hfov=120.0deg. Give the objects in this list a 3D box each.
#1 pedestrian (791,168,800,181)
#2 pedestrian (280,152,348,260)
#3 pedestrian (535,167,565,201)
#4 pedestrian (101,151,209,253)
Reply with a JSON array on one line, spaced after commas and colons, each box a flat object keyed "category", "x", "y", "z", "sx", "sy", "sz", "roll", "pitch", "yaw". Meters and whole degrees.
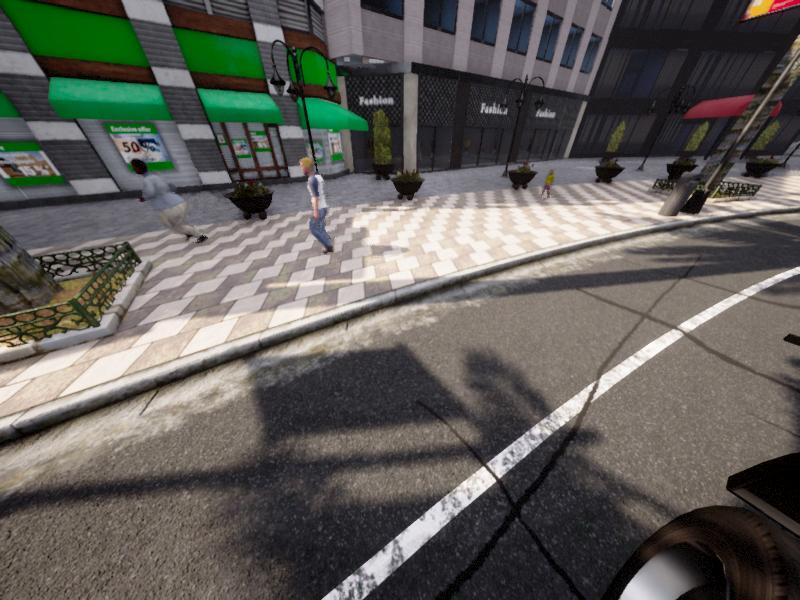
[{"category": "pedestrian", "x": 22.604, "y": -7.474, "z": 12.429, "sx": 0.751, "sy": 1.860, "sz": 0.751, "roll": -26, "pitch": 42, "yaw": -31}, {"category": "pedestrian", "x": -1.573, "y": -1.807, "z": 4.562, "sx": 0.751, "sy": 1.860, "sz": 0.751, "roll": -2, "pitch": 35, "yaw": -3}, {"category": "pedestrian", "x": 5.845, "y": -4.536, "z": 9.040, "sx": 0.500, "sy": 1.100, "sz": 0.500, "roll": -14, "pitch": 38, "yaw": -19}, {"category": "pedestrian", "x": -5.067, "y": -2.085, "z": 4.982, "sx": 0.751, "sy": 1.860, "sz": 0.751, "roll": -18, "pitch": 39, "yaw": -23}]
